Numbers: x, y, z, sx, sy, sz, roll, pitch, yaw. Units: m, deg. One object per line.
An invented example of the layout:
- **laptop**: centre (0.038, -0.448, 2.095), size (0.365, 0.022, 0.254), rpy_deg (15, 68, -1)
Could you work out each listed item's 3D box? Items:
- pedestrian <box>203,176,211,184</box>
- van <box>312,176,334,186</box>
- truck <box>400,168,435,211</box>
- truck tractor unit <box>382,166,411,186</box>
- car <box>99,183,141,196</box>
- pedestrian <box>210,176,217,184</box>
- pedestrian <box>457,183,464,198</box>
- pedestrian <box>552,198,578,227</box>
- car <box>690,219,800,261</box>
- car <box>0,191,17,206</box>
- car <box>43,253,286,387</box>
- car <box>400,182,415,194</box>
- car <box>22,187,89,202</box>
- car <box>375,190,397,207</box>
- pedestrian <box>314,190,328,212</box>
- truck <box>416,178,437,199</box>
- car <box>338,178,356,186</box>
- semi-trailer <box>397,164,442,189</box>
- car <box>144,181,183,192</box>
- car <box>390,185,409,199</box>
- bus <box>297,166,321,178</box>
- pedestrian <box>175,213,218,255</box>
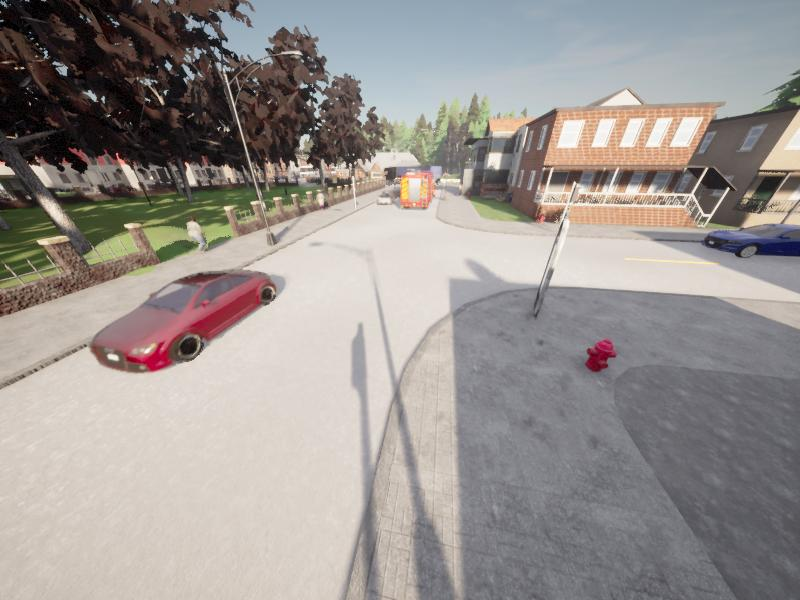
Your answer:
- **pedestrian**: centre (-50.113, -31.259, 60.030), size (0.751, 1.860, 0.751), rpy_deg (2, 30, 3)
- **van**: centre (-19.021, -29.661, 57.340), size (4.480, 2.038, 2.069), rpy_deg (5, 30, 9)
- **truck**: centre (2.258, -13.068, 26.816), size (2.891, 3.827, 8.468), rpy_deg (6, 30, 10)
- **truck tractor unit**: centre (-0.860, -30.979, 57.434), size (6.516, 4.208, 3.053), rpy_deg (11, 32, 18)
- **car**: centre (-45.449, -17.993, 37.616), size (1.789, 1.549, 3.705), rpy_deg (5, 30, 9)
- **pedestrian**: centre (-48.393, -31.205, 59.938), size (0.751, 1.860, 0.751), rpy_deg (-3, 30, -6)
- **pedestrian**: centre (8.704, -15.840, 33.325), size (0.751, 1.860, 0.751), rpy_deg (3, 30, 4)
- **pedestrian**: centre (12.077, -6.409, 16.972), size (0.751, 1.860, 0.751), rpy_deg (-8, 31, -13)
- **car**: centre (19.056, -3.073, 11.791), size (5.008, 1.535, 1.882), rpy_deg (5, 30, 9)
- **car**: centre (-47.776, -11.353, 26.194), size (1.970, 1.475, 3.806), rpy_deg (5, 30, 9)
- **car**: centre (-5.599, 0.097, 6.469), size (1.994, 1.385, 4.181), rpy_deg (7, 31, 12)
- **car**: centre (1.399, -20.204, 41.419), size (1.801, 1.575, 5.366), rpy_deg (5, 30, 9)
- **car**: centre (-46.697, -14.440, 31.490), size (2.007, 1.525, 4.514), rpy_deg (5, 30, 9)
- **car**: centre (-1.612, -12.189, 27.589), size (1.845, 1.501, 3.633), rpy_deg (4, 30, 7)
- **pedestrian**: centre (-7.846, -9.848, 22.947), size (0.751, 1.860, 0.751), rpy_deg (5, 30, 9)
- **truck**: centre (4.071, -16.875, 34.767), size (2.627, 2.467, 5.204), rpy_deg (5, 30, 9)
- **car**: centre (-12.908, -28.897, 56.527), size (3.633, 1.501, 1.845), rpy_deg (5, 30, 9)
- **semi-trailer**: centre (3.835, -28.102, 52.246), size (2.717, 4.402, 14.254), rpy_deg (-15, 33, -25)
- **car**: centre (-44.278, -21.282, 43.373), size (1.837, 1.490, 4.892), rpy_deg (5, 30, 8)
- **car**: centre (-0.019, -16.470, 35.139), size (2.033, 1.411, 5.357), rpy_deg (5, 30, 8)
- **bus**: centre (-37.411, -53.087, 95.699), size (3.944, 4.253, 10.273), rpy_deg (5, 30, 9)
- **pedestrian**: centre (-10.158, -3.297, 11.599), size (0.751, 1.860, 0.751), rpy_deg (5, 30, 9)
